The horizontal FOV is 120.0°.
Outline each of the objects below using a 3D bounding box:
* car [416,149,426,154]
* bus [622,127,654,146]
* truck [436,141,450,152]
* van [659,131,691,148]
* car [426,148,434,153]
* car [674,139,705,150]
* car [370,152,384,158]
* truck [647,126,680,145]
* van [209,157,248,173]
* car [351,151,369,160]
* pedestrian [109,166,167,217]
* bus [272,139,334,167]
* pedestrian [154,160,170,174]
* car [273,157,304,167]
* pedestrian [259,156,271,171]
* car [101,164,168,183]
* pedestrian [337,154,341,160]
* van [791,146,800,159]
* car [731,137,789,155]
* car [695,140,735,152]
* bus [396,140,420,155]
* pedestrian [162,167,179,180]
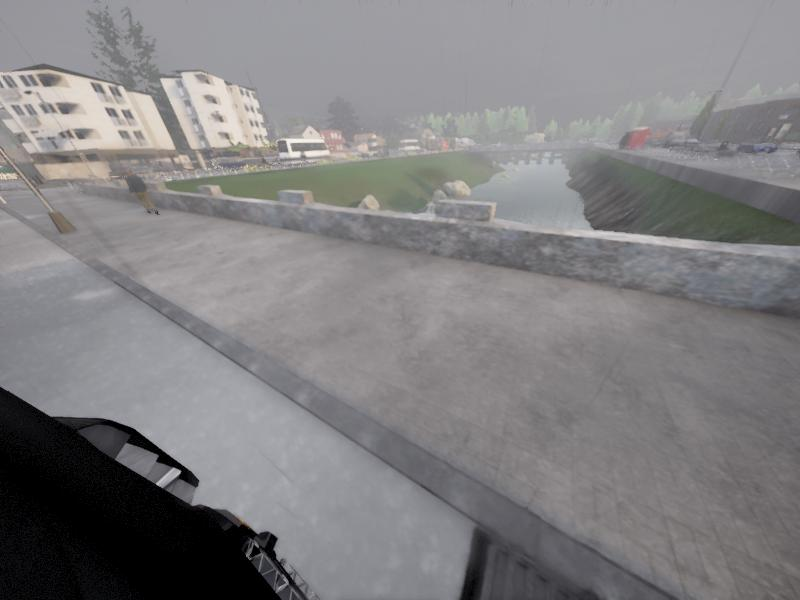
[{"bbox_3d":[7.600,-53.084,82.590,1.994,1.385,4.181,16,38,26],"label":"car"},{"bbox_3d":[71.489,-49.337,69.702,3.944,4.253,10.273,16,38,26],"label":"bus"},{"bbox_3d":[17.986,-64.382,96.739,2.891,3.827,8.468,16,38,26],"label":"truck"},{"bbox_3d":[54.144,-31.632,45.656,1.988,2.561,5.915,16,38,26],"label":"van"},{"bbox_3d":[12.446,-62.338,96.098,1.789,1.549,3.705,16,38,26],"label":"car"},{"bbox_3d":[49.876,-26.921,39.858,1.812,1.442,4.674,16,38,26],"label":"car"},{"bbox_3d":[-6.744,-43.345,68.870,1.994,1.385,4.181,16,38,26],"label":"car"},{"bbox_3d":[70.790,-44.186,62.339,2.891,3.827,8.468,16,38,26],"label":"truck"},{"bbox_3d":[-28.229,-22.426,38.189,1.775,1.987,4.442,16,38,26],"label":"van"},{"bbox_3d":[-10.858,-39.398,62.961,1.930,1.638,5.238,16,38,26],"label":"car"},{"bbox_3d":[-11.157,-4.648,9.906,0.751,1.860,0.751,16,38,26],"label":"pedestrian"},{"bbox_3d":[-18.411,-28.826,45.120,3.944,4.253,10.273,16,38,26],"label":"bus"},{"bbox_3d":[-36.843,-20.647,35.784,0.751,1.860,0.751,15,37,24],"label":"pedestrian"},{"bbox_3d":[-22.415,-27.902,46.602,2.033,1.411,5.357,16,38,26],"label":"car"},{"bbox_3d":[-20.093,-20.330,34.308,0.751,1.860,0.751,16,38,26],"label":"pedestrian"},{"bbox_3d":[-34.093,-16.498,29.942,1.930,1.638,5.238,16,38,26],"label":"car"},{"bbox_3d":[-16.771,-39.193,63.152,0.751,1.300,0.751,-12,35,-14],"label":"pedestrian"},{"bbox_3d":[34.779,-12.262,18.250,1.775,1.987,4.442,16,38,26],"label":"van"},{"bbox_3d":[40.062,-17.251,25.890,1.816,1.474,4.193,16,38,26],"label":"car"},{"bbox_3d":[45.275,-22.315,33.350,1.895,1.301,4.718,16,38,26],"label":"car"},{"bbox_3d":[3.146,-54.212,82.014,3.944,4.253,10.273,16,38,26],"label":"bus"},{"bbox_3d":[-25.930,-14.320,26.134,0.751,1.300,0.751,17,38,27],"label":"pedestrian"}]
